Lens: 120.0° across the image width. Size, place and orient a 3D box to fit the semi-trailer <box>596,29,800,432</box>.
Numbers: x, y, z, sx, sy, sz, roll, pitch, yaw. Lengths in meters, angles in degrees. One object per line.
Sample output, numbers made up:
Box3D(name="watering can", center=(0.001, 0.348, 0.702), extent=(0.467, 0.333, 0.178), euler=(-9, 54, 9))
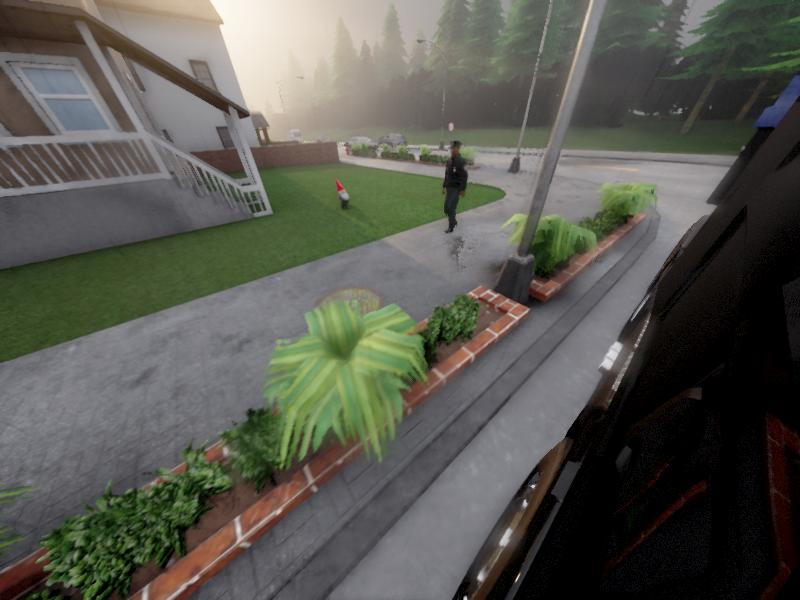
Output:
Box3D(name="semi-trailer", center=(8.804, -3.530, 4.123), extent=(14.254, 4.402, 2.717), euler=(-27, 43, -29))

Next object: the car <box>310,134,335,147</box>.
Box3D(name="car", center=(-13.352, -27.497, 39.765), extent=(2.033, 1.649, 4.856), euler=(-26, 43, -28))

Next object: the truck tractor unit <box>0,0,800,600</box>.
Box3D(name="truck tractor unit", center=(2.645, -0.295, 0.351), extent=(6.516, 4.208, 3.053), euler=(-28, 44, -30))

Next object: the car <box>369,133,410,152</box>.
Box3D(name="car", center=(-1.328, -18.753, 27.373), extent=(2.152, 1.651, 5.027), euler=(-27, 43, -29))

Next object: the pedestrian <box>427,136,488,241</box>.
Box3D(name="pedestrian", center=(1.157, -2.377, 4.972), extent=(0.751, 1.860, 0.751), euler=(-26, 43, -28))

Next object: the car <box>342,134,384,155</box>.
Box3D(name="car", center=(-4.103, -16.940, 25.109), extent=(1.930, 1.638, 5.238), euler=(-27, 43, -28))

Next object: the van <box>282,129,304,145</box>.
Box3D(name="van", center=(-22.929, -34.864, 49.417), extent=(1.988, 2.561, 5.915), euler=(-27, 43, -29))
